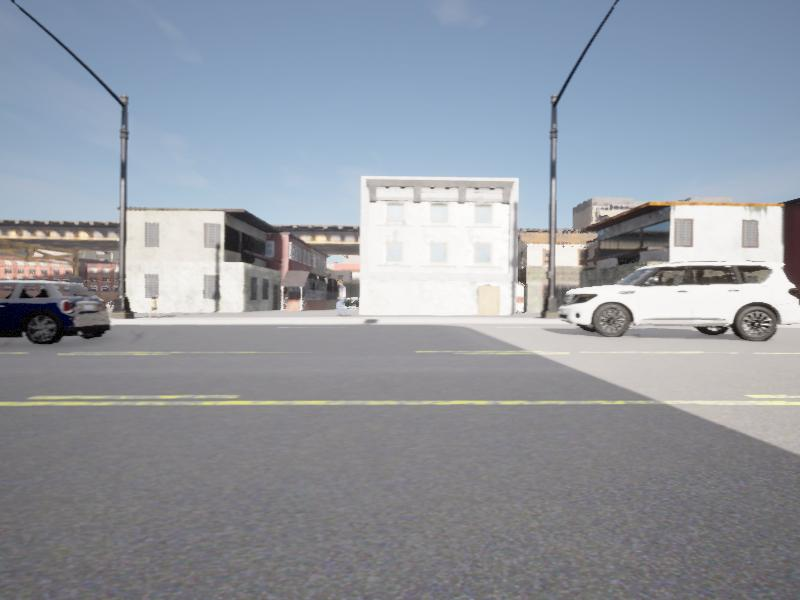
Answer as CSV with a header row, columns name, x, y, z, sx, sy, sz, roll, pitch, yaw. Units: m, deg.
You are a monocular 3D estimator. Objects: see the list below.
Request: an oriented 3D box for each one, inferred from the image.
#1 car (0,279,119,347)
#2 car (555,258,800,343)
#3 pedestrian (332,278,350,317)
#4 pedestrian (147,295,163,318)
name,x,y,z,sx,sy,sz,roll,pitch,yaw
car,-9.412,0.282,9.665,3.806,1.475,1.970,0,0,-5
car,7.471,-0.001,11.138,5.566,2.045,2.150,0,0,11
pedestrian,-2.851,-0.109,19.497,0.751,1.860,0.751,1,0,-1
pedestrian,-12.073,0.303,19.721,0.500,1.100,0.500,1,0,1
